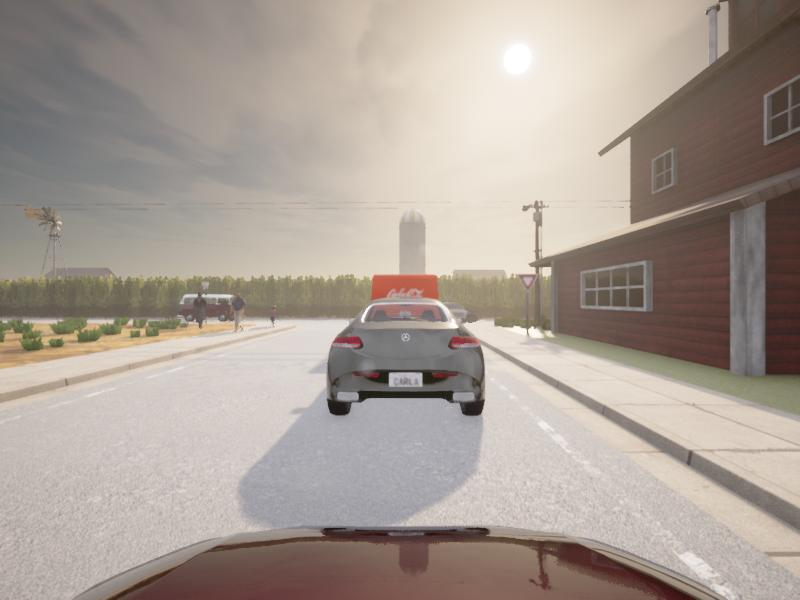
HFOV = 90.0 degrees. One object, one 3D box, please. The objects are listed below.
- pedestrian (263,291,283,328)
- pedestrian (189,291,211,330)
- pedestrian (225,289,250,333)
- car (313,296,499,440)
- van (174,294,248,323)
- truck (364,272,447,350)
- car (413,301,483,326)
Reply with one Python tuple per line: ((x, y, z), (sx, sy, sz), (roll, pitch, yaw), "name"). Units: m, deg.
((-6.505, 0.484, 20.522), (0.751, 1.860, 0.751), (0, 0, 2), "pedestrian")
((-9.671, 0.484, 19.333), (0.751, 1.860, 0.751), (0, 0, -9), "pedestrian")
((-7.012, 0.484, 17.327), (0.751, 1.860, 0.751), (0, 0, 4), "pedestrian")
((0.102, 0.780, 7.126), (2.152, 1.651, 5.027), (0, 0, 1), "car")
((-13.922, 0.597, 29.650), (4.480, 2.038, 2.069), (0, 0, 2), "van")
((0.212, 0.357, 15.253), (2.627, 2.467, 5.204), (0, 0, 1), "truck")
((3.305, 0.836, 26.756), (4.974, 1.542, 2.038), (1, 0, -45), "car")
